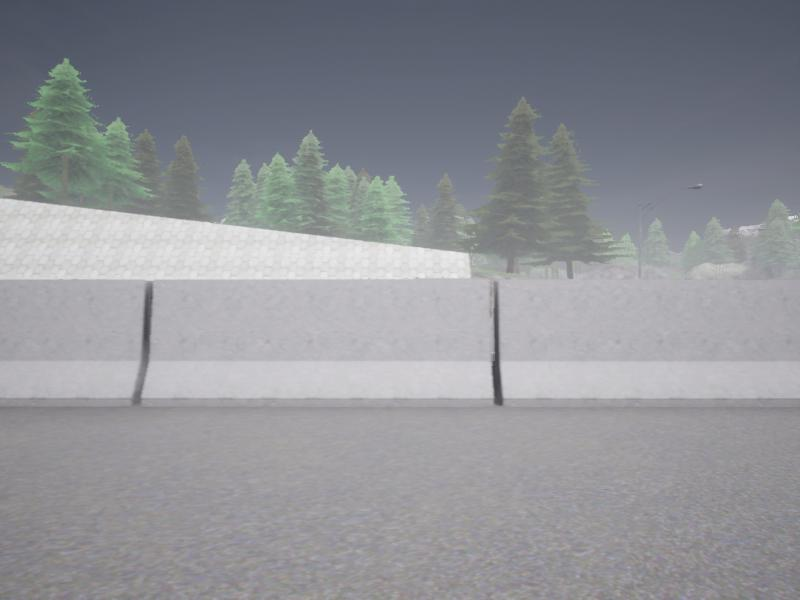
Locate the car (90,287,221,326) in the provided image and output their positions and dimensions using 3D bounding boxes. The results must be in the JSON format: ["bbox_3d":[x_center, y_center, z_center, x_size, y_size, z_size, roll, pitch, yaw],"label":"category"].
[{"bbox_3d":[-9.767,0.251,16.199,4.193,1.474,1.816,0,0,0],"label":"car"}]

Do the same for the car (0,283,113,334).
[{"bbox_3d":[-11.847,0.250,12.700,4.193,1.474,1.816,0,0,0],"label":"car"}]

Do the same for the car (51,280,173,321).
[{"bbox_3d":[-14.018,0.043,19.699,4.605,1.855,1.932,-1,0,0],"label":"car"}]
